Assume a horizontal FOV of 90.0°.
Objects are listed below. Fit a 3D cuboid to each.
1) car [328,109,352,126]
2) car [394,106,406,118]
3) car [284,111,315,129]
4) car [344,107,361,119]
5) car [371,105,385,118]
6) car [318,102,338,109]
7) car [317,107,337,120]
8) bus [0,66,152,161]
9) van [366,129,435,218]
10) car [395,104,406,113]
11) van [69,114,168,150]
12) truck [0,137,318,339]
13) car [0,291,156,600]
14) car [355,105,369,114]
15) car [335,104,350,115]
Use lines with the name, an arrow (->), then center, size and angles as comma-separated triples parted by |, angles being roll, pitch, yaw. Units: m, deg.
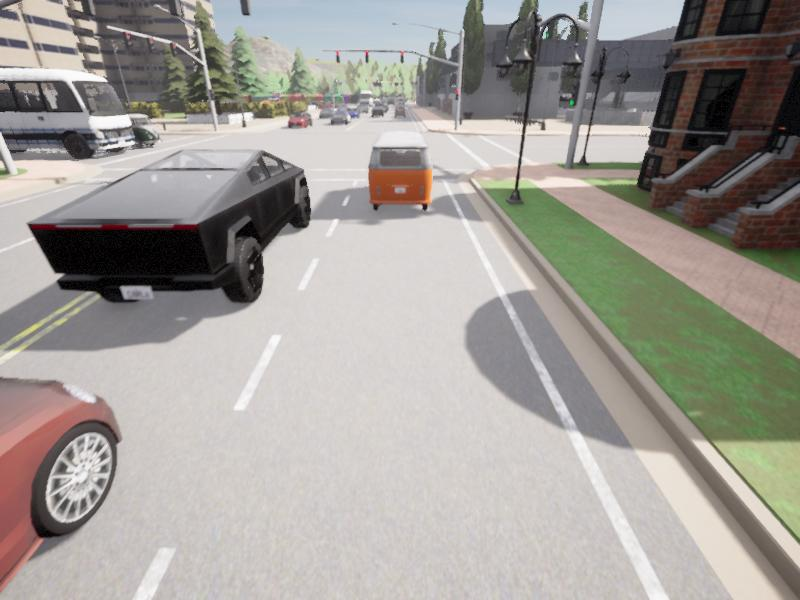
car -> -6.975, -21.511, 47.068 | 2.038, 1.542, 4.974 | 0, 27, 0
car -> 0.033, -29.706, 63.060 | 1.789, 1.549, 3.705 | 0, 27, 0
car -> -10.540, -19.157, 42.466 | 2.007, 1.525, 4.514 | 1, 27, 2
car -> -6.968, -27.610, 59.027 | 2.007, 1.525, 4.514 | 0, 27, 0
car -> -3.467, -29.969, 63.494 | 1.930, 1.638, 5.238 | 0, 27, 0
car -> -18.127, -49.281, 101.380 | 4.611, 1.667, 2.242 | 0, 27, 0
car -> -10.471, -26.989, 57.783 | 2.038, 1.542, 4.974 | 0, 27, 0
bus -> -20.215, -10.001, 21.554 | 10.273, 4.253, 3.944 | 0, 27, 0
van -> 0.017, -4.201, 12.707 | 1.775, 1.987, 4.442 | 0, 27, 0
car -> 0.041, -37.604, 78.487 | 2.038, 1.542, 4.974 | 0, 27, 0
van -> -17.606, -10.622, 25.259 | 4.442, 1.987, 1.775 | -1, 27, -2
truck -> -3.492, -1.816, 7.916 | 2.390, 2.098, 6.274 | 0, 27, 0
car -> -3.495, 1.806, 1.354 | 2.152, 1.651, 5.027 | 0, 27, 0
car -> -6.962, -35.551, 74.628 | 2.128, 1.511, 4.902 | 0, 27, 0
car -> -10.462, -35.157, 73.632 | 2.033, 1.649, 4.856 | 0, 27, 0
